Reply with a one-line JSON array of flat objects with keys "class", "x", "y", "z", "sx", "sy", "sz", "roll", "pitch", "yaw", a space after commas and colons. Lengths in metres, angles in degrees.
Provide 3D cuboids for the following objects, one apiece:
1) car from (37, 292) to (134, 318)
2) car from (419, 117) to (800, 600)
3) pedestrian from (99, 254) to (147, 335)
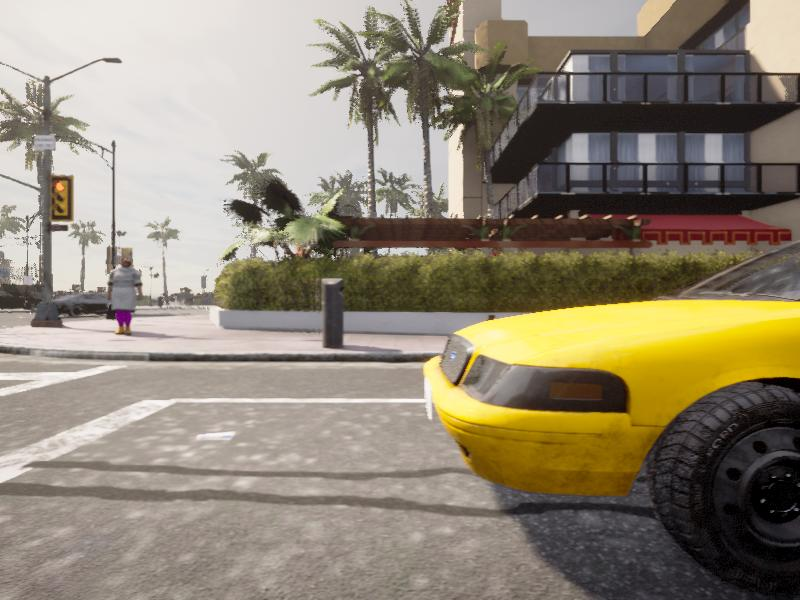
[{"class": "car", "x": -18.532, "y": 0.284, "z": 23.859, "sx": 1.994, "sy": 1.385, "sz": 4.181, "roll": 0, "pitch": 0, "yaw": 15}, {"class": "car", "x": 2.837, "y": 0.205, "z": 2.193, "sx": 5.366, "sy": 1.575, "sz": 1.801, "roll": 0, "pitch": 0, "yaw": 0}, {"class": "pedestrian", "x": -6.611, "y": -0.123, "z": 9.584, "sx": 0.751, "sy": 1.860, "sz": 0.751, "roll": 0, "pitch": 0, "yaw": -19}]
